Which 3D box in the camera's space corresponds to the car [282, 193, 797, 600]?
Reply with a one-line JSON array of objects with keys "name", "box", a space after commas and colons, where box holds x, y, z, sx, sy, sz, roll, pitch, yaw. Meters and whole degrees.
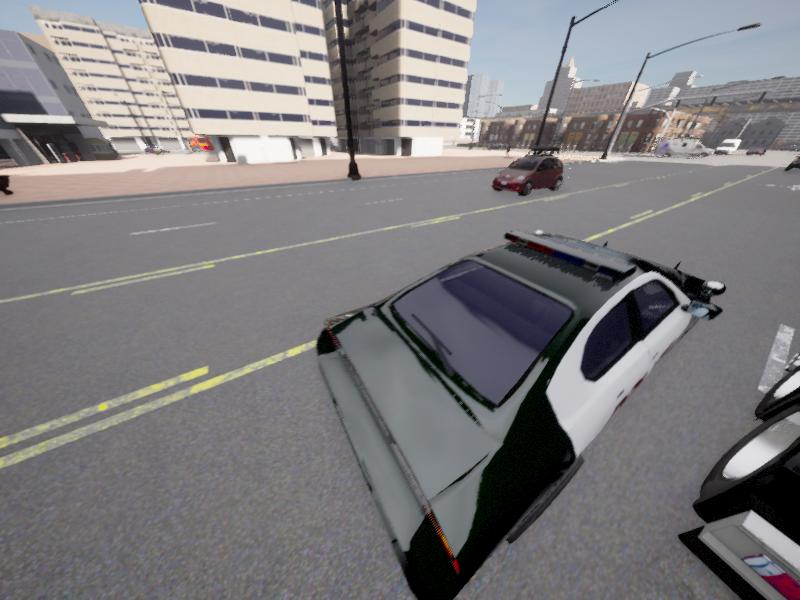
[{"name": "car", "box": [1.734, 0.050, 2.608, 4.974, 1.542, 2.038, -20, 40, -26]}]

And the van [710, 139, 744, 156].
[{"name": "van", "box": [61.963, -28.881, 43.789, 5.915, 2.561, 1.988, -20, 40, -26]}]

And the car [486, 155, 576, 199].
[{"name": "car", "box": [6.752, -6.500, 11.982, 3.988, 1.617, 1.851, -20, 40, -26]}]

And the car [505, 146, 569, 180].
[{"name": "car", "box": [10.042, -10.150, 17.001, 3.866, 1.878, 1.905, -20, 40, -26]}]

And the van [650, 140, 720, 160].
[{"name": "van", "box": [44.088, -23.470, 35.958, 2.351, 2.431, 6.366, -27, 43, -33]}]

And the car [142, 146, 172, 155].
[{"name": "car", "box": [-53.544, -33.086, 51.067, 4.193, 1.474, 1.816, -20, 40, -28]}]

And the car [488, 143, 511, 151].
[{"name": "car", "box": [25.395, -39.280, 59.165, 1.930, 1.638, 5.238, -20, 40, -26]}]

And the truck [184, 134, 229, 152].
[{"name": "truck", "box": [-51.543, -41.962, 61.907, 8.468, 3.827, 2.891, -20, 40, -28]}]

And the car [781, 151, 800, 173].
[{"name": "car", "box": [37.798, -12.820, 21.335, 3.988, 1.617, 1.851, -20, 40, -26]}]

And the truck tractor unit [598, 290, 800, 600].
[{"name": "truck tractor unit", "box": [5.155, -0.253, 0.717, 6.516, 4.208, 3.053, -16, 38, -22]}]
